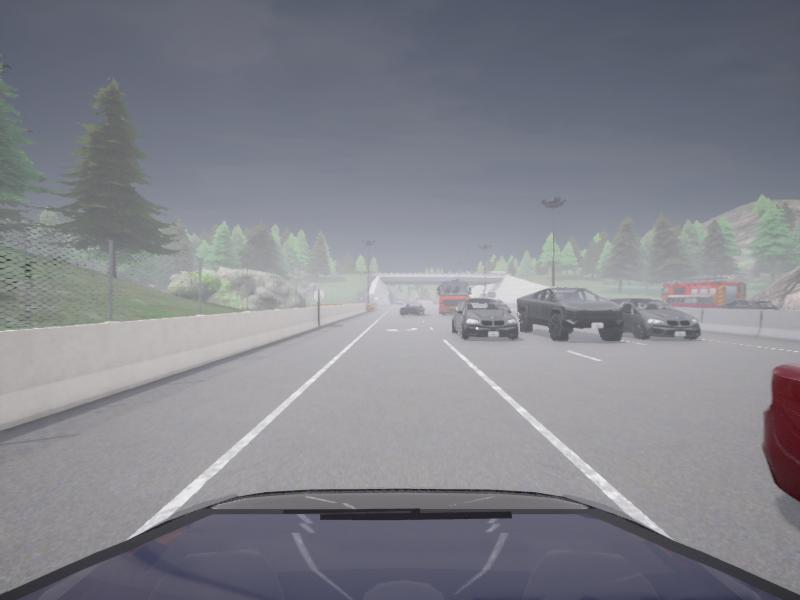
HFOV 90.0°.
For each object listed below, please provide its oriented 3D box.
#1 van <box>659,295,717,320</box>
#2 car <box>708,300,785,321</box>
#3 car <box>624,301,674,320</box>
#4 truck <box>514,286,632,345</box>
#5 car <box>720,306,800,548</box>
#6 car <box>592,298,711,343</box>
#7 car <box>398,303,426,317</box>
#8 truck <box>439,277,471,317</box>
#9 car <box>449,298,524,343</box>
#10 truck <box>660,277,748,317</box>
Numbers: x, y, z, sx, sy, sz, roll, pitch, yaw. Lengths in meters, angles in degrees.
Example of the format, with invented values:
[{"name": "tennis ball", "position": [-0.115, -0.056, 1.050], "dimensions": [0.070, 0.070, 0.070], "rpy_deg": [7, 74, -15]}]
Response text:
[{"name": "van", "position": [24.501, 0.611, 34.267], "dimensions": [1.775, 1.987, 4.442], "rpy_deg": [0, 0, 0]}, {"name": "car", "position": [28.001, 0.789, 32.573], "dimensions": [2.033, 1.649, 4.856], "rpy_deg": [0, 0, 0]}, {"name": "car", "position": [21.000, 0.865, 33.921], "dimensions": [1.970, 1.475, 3.806], "rpy_deg": [0, 0, 1]}, {"name": "truck", "position": [7.000, 0.548, 17.280], "dimensions": [2.390, 2.098, 6.274], "rpy_deg": [0, 0, 0]}, {"name": "car", "position": [3.500, 0.823, 0.693], "dimensions": [1.882, 1.535, 5.008], "rpy_deg": [0, 0, 0]}, {"name": "car", "position": [10.502, 0.762, 17.258], "dimensions": [2.242, 1.667, 4.611], "rpy_deg": [0, 0, 0]}, {"name": "car", "position": [1.270, 0.957, 39.590], "dimensions": [1.895, 1.301, 4.718], "rpy_deg": [0, 0, 12]}, {"name": "truck", "position": [6.063, -0.306, 43.097], "dimensions": [2.891, 3.827, 8.468], "rpy_deg": [0, 0, 11]}, {"name": "car", "position": [3.499, 0.762, 17.228], "dimensions": [2.242, 1.667, 4.611], "rpy_deg": [0, 0, 0]}, {"name": "truck", "position": [31.507, -0.306, 42.082], "dimensions": [2.891, 3.827, 8.468], "rpy_deg": [0, 0, 0]}]
